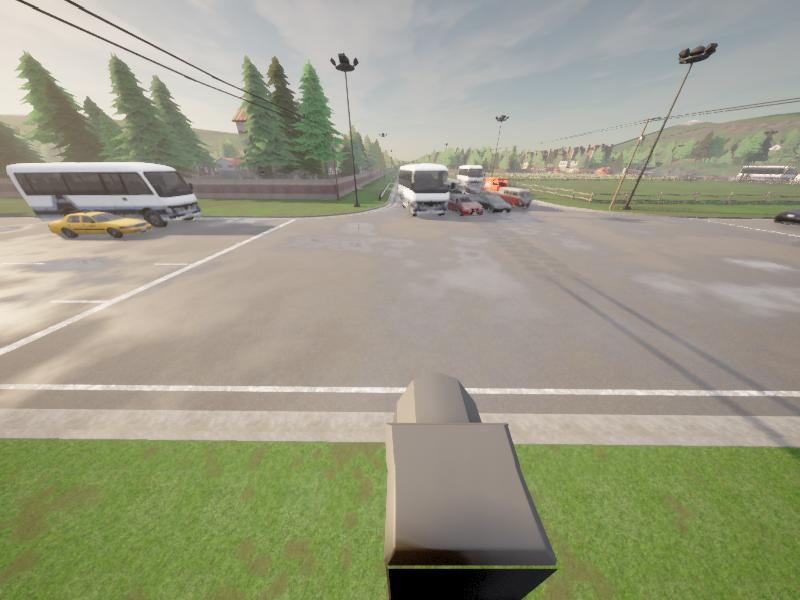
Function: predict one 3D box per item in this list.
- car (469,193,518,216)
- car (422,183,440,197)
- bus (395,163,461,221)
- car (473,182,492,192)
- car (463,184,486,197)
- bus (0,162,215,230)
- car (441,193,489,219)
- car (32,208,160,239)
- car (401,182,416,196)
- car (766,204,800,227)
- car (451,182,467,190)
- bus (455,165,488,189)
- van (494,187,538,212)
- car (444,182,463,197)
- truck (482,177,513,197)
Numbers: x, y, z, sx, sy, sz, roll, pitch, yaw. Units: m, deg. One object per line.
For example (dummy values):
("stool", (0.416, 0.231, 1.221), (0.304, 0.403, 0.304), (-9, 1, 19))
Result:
("car", (9.334, -9.865, 23.611), (2.163, 1.488, 4.792), (-6, 31, -11))
("car", (4.803, -17.535, 36.755), (2.152, 1.651, 5.027), (0, 30, 0))
("bus", (2.073, -11.205, 23.164), (3.944, 4.253, 10.273), (-4, 30, -7))
("car", (15.347, -21.159, 43.286), (1.994, 1.385, 4.181), (0, 30, 0))
("car", (11.815, -17.697, 37.146), (2.128, 1.511, 4.902), (0, 30, 0))
("bus", (-21.513, -8.022, 17.655), (10.273, 4.253, 3.944), (0, 30, 0))
("car", (6.043, -9.212, 22.293), (2.242, 1.667, 4.611), (-9, 31, -14))
("car", (-19.677, -5.050, 15.172), (5.366, 1.575, 1.801), (0, 30, 1))
("car", (1.318, -18.323, 38.075), (2.242, 1.667, 4.611), (0, 30, 0))
("car", (32.747, -6.590, 18.052), (4.181, 1.385, 1.994), (2, 30, 3))
("car", (11.861, -23.074, 46.676), (1.895, 1.301, 4.718), (0, 30, 0))
("bus", (15.505, -27.358, 51.143), (3.944, 4.253, 10.273), (0, 30, 0))
("van", (12.415, -11.025, 25.117), (1.775, 1.987, 4.442), (-5, 30, -8))
("car", (8.311, -17.424, 36.294), (1.905, 1.878, 3.866), (0, 30, 0))
("truck", (15.314, -17.992, 36.694), (2.627, 2.467, 5.204), (0, 30, 0))
